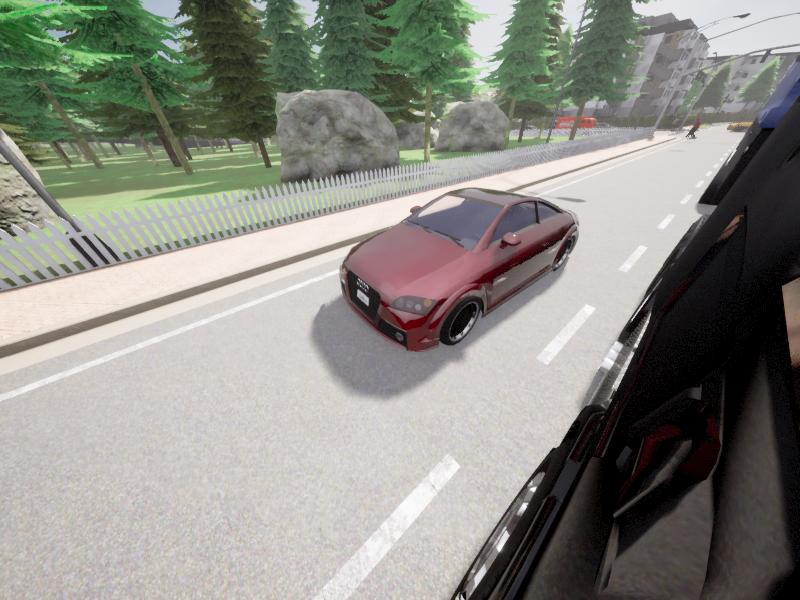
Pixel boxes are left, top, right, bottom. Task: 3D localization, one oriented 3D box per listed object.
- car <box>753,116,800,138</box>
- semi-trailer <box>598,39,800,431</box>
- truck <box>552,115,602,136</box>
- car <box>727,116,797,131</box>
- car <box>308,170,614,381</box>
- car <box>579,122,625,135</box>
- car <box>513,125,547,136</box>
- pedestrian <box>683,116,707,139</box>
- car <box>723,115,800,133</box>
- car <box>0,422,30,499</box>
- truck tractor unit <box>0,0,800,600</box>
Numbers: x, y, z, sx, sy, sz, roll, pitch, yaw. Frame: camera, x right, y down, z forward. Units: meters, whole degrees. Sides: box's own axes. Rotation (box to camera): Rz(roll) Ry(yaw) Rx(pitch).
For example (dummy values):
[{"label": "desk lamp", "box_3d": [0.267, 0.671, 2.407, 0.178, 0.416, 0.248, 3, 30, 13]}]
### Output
[{"label": "car", "box_3d": [37.991, -16.779, 22.326, 5.366, 1.575, 1.801, -10, 38, -10]}, {"label": "semi-trailer", "box_3d": [8.707, -3.601, 4.214, 14.254, 4.402, 2.717, -28, 44, -30]}, {"label": "truck", "box_3d": [27.676, -27.364, 36.372, 2.627, 2.467, 5.204, -26, 43, -28]}, {"label": "car", "box_3d": [46.910, -22.933, 30.097, 1.812, 1.442, 4.674, -27, 43, -29]}, {"label": "car", "box_3d": [1.113, -0.949, 3.699, 4.181, 1.385, 1.994, -26, 43, -28]}, {"label": "car", "box_3d": [31.963, -27.230, 36.723, 2.128, 1.511, 4.902, -26, 43, -28]}, {"label": "car", "box_3d": [23.189, -30.322, 41.420, 1.837, 1.490, 4.892, -26, 43, -28]}, {"label": "pedestrian", "box_3d": [30.561, -17.855, 23.960, 0.751, 1.860, 0.751, 26, 46, 33]}, {"label": "car", "box_3d": [44.314, -21.501, 28.232, 1.801, 1.575, 5.366, -26, 43, -28]}, {"label": "car", "box_3d": [-4.470, 1.841, 0.127, 3.988, 1.617, 1.851, -27, 43, -29]}, {"label": "truck tractor unit", "box_3d": [2.645, -0.295, 0.351, 6.516, 4.208, 3.053, -28, 44, -30]}]
